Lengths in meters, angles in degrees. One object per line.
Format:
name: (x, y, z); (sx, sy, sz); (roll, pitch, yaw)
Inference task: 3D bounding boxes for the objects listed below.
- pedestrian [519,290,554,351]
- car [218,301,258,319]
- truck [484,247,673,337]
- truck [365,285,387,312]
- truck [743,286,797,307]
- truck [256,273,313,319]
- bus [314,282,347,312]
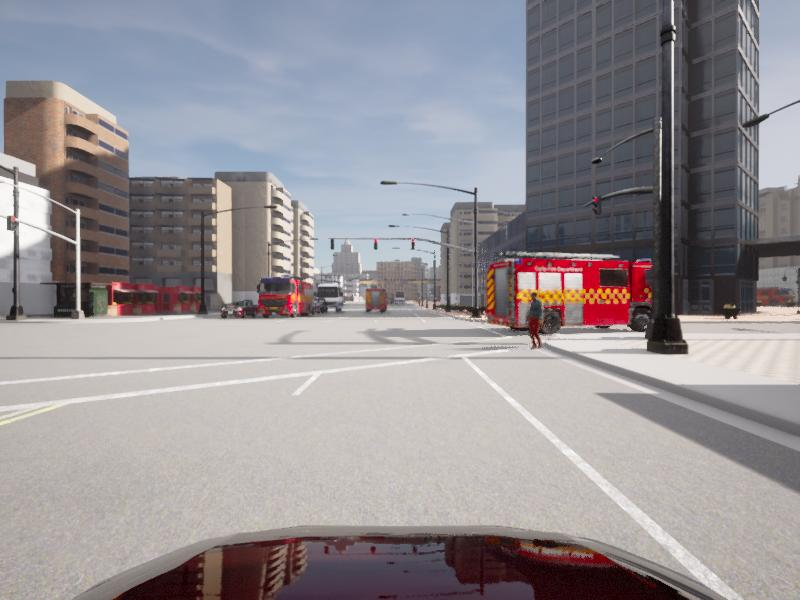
pedestrian: (4.293, 0.621, 12.594); (0.751, 1.860, 0.751); (0, 0, -32)
car: (-14.004, 0.836, 34.887); (1.970, 1.475, 3.806); (0, 0, 0)
truck: (8.636, -0.369, 19.555); (8.468, 3.827, 2.891); (0, 0, -14)
truck: (-3.502, -0.114, 61.195); (2.891, 3.827, 8.468); (0, -1, 0)
truck: (71.968, -0.680, 78.169); (2.891, 3.827, 8.468); (0, 0, 2)
truck: (-10.521, -0.322, 37.562); (2.891, 3.827, 8.468); (0, 0, 0)
bus: (-10.552, -0.317, 61.738); (3.944, 4.253, 10.273); (0, -1, -4)
